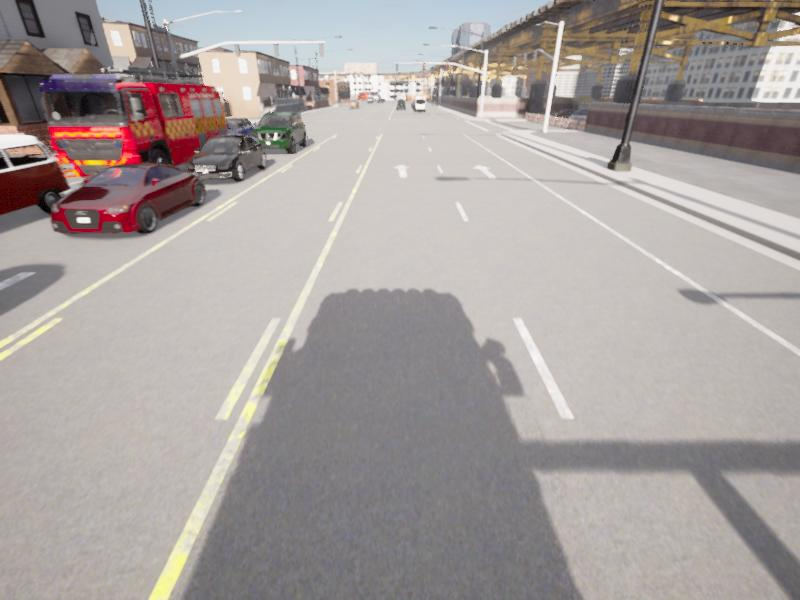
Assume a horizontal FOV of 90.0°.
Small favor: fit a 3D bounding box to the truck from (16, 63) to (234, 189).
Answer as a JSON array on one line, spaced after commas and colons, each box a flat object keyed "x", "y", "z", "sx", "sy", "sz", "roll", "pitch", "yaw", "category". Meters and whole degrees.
[{"x": -10.447, "y": -7.563, "z": 17.017, "sx": 2.891, "sy": 3.827, "sz": 8.468, "roll": 0, "pitch": 27, "yaw": 0, "category": "truck"}]

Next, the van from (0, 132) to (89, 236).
[{"x": -10.466, "y": -2.771, "z": 9.673, "sx": 2.069, "sy": 2.038, "sz": 4.480, "roll": 0, "pitch": 27, "yaw": 0, "category": "van"}]

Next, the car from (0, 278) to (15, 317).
[{"x": -6.986, "y": 0.585, "z": 3.789, "sx": 1.837, "sy": 1.490, "sz": 4.892, "roll": 0, "pitch": 27, "yaw": 0, "category": "car"}]

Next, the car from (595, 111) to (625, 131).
[{"x": 20.348, "y": -17.359, "z": 38.668, "sx": 2.038, "sy": 1.542, "sz": 4.974, "roll": 14, "pitch": 30, "yaw": 25, "category": "car"}]

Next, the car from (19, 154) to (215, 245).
[{"x": -6.946, "y": -2.832, "z": 10.551, "sx": 1.994, "sy": 1.385, "sz": 4.181, "roll": 1, "pitch": 27, "yaw": 2, "category": "car"}]

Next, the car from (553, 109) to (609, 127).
[{"x": 19.572, "y": -19.823, "z": 43.438, "sx": 2.038, "sy": 1.542, "sz": 4.974, "roll": -18, "pitch": 33, "yaw": -32, "category": "car"}]

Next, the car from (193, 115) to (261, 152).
[{"x": -10.425, "y": -10.314, "z": 24.566, "sx": 2.097, "sy": 1.767, "sz": 4.553, "roll": 0, "pitch": 27, "yaw": 0, "category": "car"}]

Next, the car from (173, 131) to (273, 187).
[{"x": -6.949, "y": -5.917, "z": 16.393, "sx": 1.837, "sy": 1.490, "sz": 4.892, "roll": 0, "pitch": 27, "yaw": 0, "category": "car"}]

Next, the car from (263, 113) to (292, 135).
[{"x": -10.846, "y": -15.582, "z": 35.229, "sx": 2.033, "sy": 1.411, "sz": 5.357, "roll": -9, "pitch": 28, "yaw": -16, "category": "car"}]

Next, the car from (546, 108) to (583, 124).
[{"x": 19.573, "y": -21.935, "z": 47.533, "sx": 2.038, "sy": 1.542, "sz": 4.974, "roll": 24, "pitch": 35, "yaw": 38, "category": "car"}]

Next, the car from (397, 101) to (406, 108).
[{"x": 0.287, "y": -48.641, "z": 99.284, "sx": 2.163, "sy": 1.488, "sz": 4.792, "roll": 0, "pitch": 27, "yaw": 0, "category": "car"}]

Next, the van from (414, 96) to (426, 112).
[{"x": 3.725, "y": -36.904, "z": 75.362, "sx": 1.988, "sy": 2.561, "sz": 5.915, "roll": 0, "pitch": 27, "yaw": 0, "category": "van"}]

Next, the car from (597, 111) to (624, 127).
[{"x": 20.374, "y": -17.520, "z": 38.636, "sx": 1.853, "sy": 1.218, "sz": 4.536, "roll": 14, "pitch": 30, "yaw": 25, "category": "car"}]

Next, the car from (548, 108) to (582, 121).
[{"x": 19.609, "y": -22.092, "z": 47.495, "sx": 1.853, "sy": 1.218, "sz": 4.536, "roll": 24, "pitch": 35, "yaw": 38, "category": "car"}]

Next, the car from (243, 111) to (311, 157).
[{"x": -6.929, "y": -9.792, "z": 23.303, "sx": 2.150, "sy": 2.045, "sz": 5.566, "roll": 0, "pitch": 27, "yaw": 0, "category": "car"}]

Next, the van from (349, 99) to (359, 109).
[{"x": -10.241, "y": -43.704, "z": 89.079, "sx": 1.775, "sy": 1.987, "sz": 4.442, "roll": 0, "pitch": 27, "yaw": 0, "category": "van"}]

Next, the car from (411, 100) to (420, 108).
[{"x": 3.781, "y": -47.616, "z": 97.259, "sx": 1.882, "sy": 1.535, "sz": 5.008, "roll": 0, "pitch": 27, "yaw": 0, "category": "car"}]
